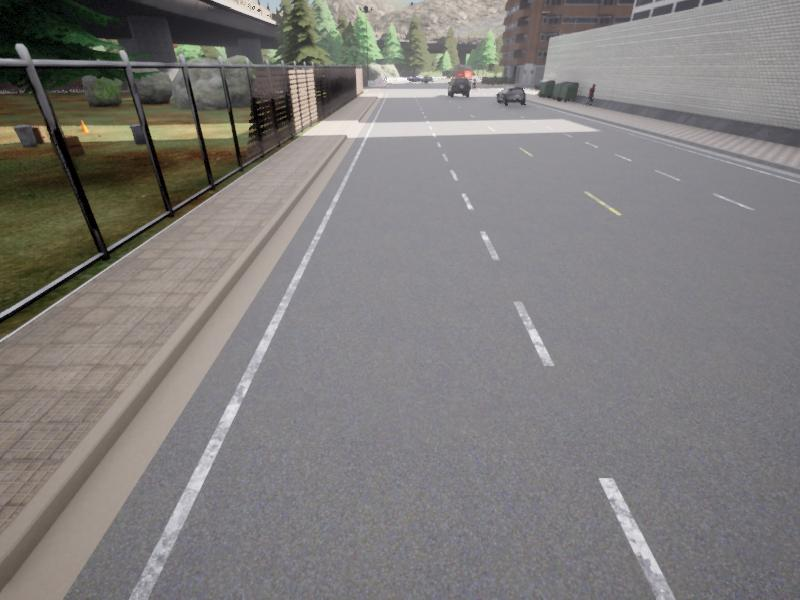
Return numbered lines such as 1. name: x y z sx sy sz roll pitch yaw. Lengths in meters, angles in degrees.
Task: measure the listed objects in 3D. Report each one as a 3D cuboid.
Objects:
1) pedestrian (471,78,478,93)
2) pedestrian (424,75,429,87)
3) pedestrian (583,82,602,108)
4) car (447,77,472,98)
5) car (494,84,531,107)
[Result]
1. pedestrian: 10.388 -29.891 55.798 0.751 1.860 0.751 13 33 21
2. pedestrian: 4.810 -39.907 73.001 0.751 1.860 0.751 2 30 3
3. pedestrian: 15.836 -16.896 32.998 0.751 1.860 0.751 -7 31 -12
4. car: 7.085 -25.675 48.295 2.150 2.045 5.566 0 30 0
5. car: 10.567 -19.442 37.967 2.033 1.649 4.856 0 30 0
